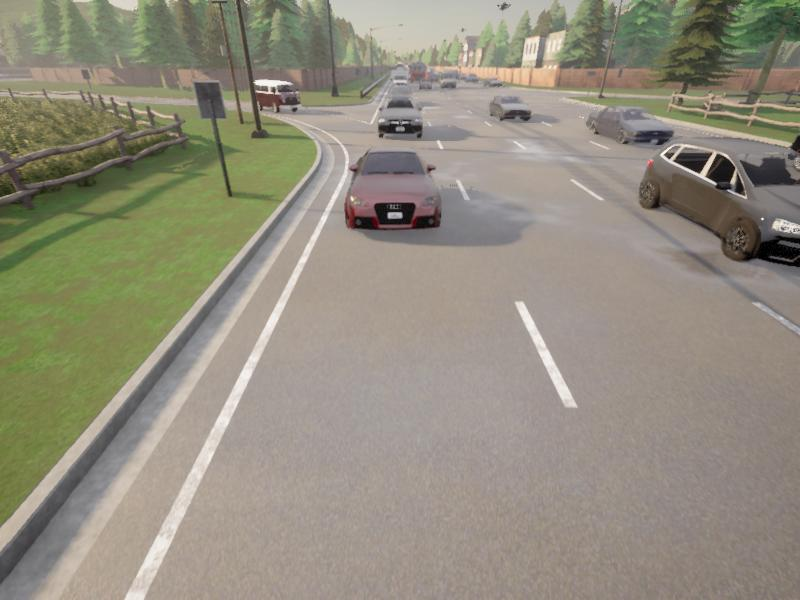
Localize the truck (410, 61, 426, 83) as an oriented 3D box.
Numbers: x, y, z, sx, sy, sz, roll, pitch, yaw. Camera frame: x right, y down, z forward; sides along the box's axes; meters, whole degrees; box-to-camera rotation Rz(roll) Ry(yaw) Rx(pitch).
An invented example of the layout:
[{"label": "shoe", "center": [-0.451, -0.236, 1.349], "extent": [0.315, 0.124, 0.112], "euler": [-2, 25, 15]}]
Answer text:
[{"label": "truck", "center": [3.534, -46.183, 80.940], "extent": [2.891, 3.827, 8.468], "euler": [0, 30, 0]}]

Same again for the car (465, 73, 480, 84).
[{"label": "car", "center": [14.037, -43.104, 77.720], "extent": [2.097, 1.767, 4.553], "euler": [0, 30, 0]}]

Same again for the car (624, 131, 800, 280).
[{"label": "car", "center": [7.010, -2.207, 8.094], "extent": [2.242, 1.667, 4.611], "euler": [0, 30, 0]}]

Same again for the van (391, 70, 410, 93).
[{"label": "van", "center": [0.027, -29.346, 53.616], "extent": [2.351, 2.431, 6.366], "euler": [0, 30, 0]}]

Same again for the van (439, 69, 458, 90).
[{"label": "van", "center": [7.027, -32.288, 58.528], "extent": [1.988, 2.561, 5.915], "euler": [0, 30, 0]}]

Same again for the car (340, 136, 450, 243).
[{"label": "car", "center": [-0.171, -2.803, 9.404], "extent": [1.994, 1.385, 4.181], "euler": [-1, 30, -2]}]

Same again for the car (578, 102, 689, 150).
[{"label": "car", "center": [10.514, -8.227, 18.636], "extent": [2.033, 1.411, 5.357], "euler": [0, 30, 0]}]

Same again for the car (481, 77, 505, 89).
[{"label": "car", "center": [14.493, -34.056, 62.681], "extent": [2.033, 1.411, 5.357], "euler": [-3, 31, -5]}]

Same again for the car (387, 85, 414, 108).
[{"label": "car", "center": [0.020, -17.549, 34.437], "extent": [2.163, 1.488, 4.792], "euler": [0, 30, 0]}]

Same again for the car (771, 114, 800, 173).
[{"label": "car", "center": [14.012, -4.126, 11.401], "extent": [1.930, 1.638, 5.238], "euler": [0, 30, 0]}]

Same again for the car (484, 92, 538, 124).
[{"label": "car", "center": [7.015, -12.518, 25.949], "extent": [2.033, 1.411, 5.357], "euler": [0, 30, 0]}]

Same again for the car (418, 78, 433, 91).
[{"label": "car", "center": [3.528, -29.956, 55.544], "extent": [1.845, 1.501, 3.633], "euler": [0, 31, 0]}]

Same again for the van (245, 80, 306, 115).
[{"label": "van", "center": [-9.243, -15.053, 29.619], "extent": [2.069, 2.038, 4.480], "euler": [-27, 40, -37]}]

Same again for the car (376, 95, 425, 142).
[{"label": "car", "center": [0.015, -9.306, 20.242], "extent": [2.152, 1.651, 5.027], "euler": [0, 30, 0]}]
